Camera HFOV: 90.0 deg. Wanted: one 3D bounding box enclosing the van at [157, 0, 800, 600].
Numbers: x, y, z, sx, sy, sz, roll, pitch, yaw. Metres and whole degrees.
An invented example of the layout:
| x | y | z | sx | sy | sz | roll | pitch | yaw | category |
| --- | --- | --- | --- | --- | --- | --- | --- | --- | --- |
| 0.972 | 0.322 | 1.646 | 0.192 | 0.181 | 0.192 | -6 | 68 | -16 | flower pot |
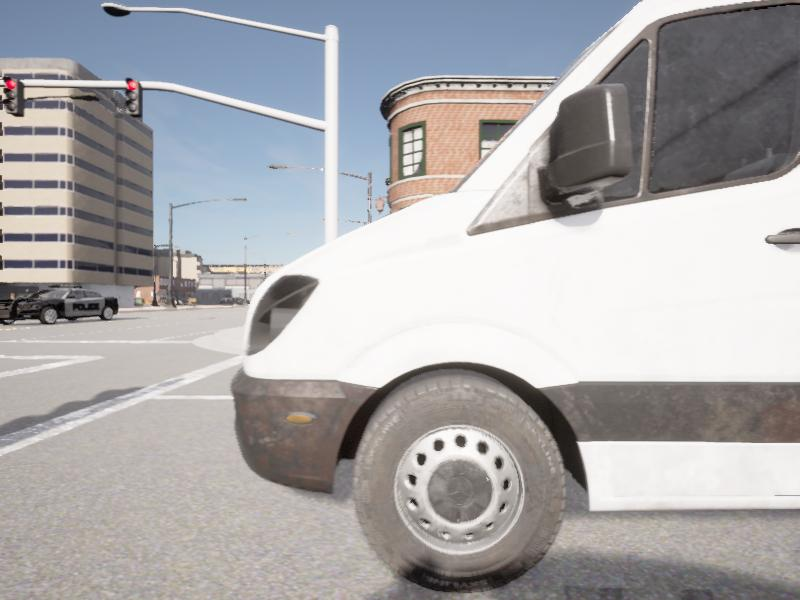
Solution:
| x | y | z | sx | sy | sz | roll | pitch | yaw | category |
| --- | --- | --- | --- | --- | --- | --- | --- | --- | --- |
| 2.168 | -0.274 | 2.272 | 5.915 | 2.561 | 1.988 | 0 | 0 | 1 | van |

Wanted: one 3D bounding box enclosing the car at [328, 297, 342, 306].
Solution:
| x | y | z | sx | sy | sz | roll | pitch | yaw | category |
| --- | --- | --- | --- | --- | --- | --- | --- | --- | --- |
| -11.115 | 0.248 | 68.611 | 2.128 | 1.511 | 4.902 | 0 | 0 | -5 | car |

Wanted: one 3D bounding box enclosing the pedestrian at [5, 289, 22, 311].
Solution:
| x | y | z | sx | sy | sz | roll | pitch | yaw | category |
| --- | --- | --- | --- | --- | --- | --- | --- | --- | --- |
| -32.982 | -0.006 | 34.168 | 0.751 | 1.860 | 0.751 | 0 | 0 | 16 | pedestrian |

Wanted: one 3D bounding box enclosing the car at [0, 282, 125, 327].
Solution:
| x | y | z | sx | sy | sz | roll | pitch | yaw | category |
| --- | --- | --- | --- | --- | --- | --- | --- | --- | --- |
| -14.618 | 0.154 | 17.216 | 1.930 | 1.638 | 5.238 | 0 | 0 | 0 | car |
